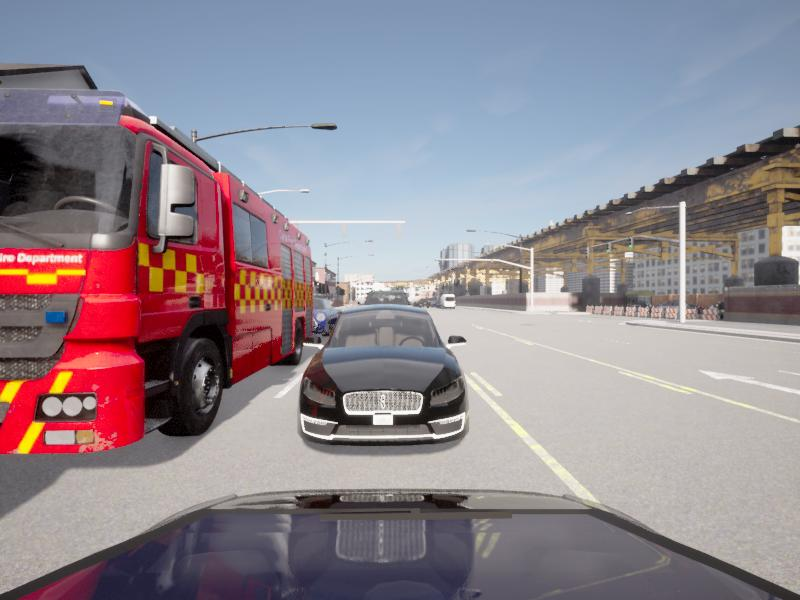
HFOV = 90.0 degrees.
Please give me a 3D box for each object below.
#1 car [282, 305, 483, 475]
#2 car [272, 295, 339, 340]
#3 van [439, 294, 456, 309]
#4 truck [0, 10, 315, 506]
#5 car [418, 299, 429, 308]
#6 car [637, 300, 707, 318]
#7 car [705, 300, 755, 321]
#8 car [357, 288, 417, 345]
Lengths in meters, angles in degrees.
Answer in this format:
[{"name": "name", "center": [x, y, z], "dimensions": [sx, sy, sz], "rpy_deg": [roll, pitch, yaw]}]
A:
[{"name": "car", "center": [-0.220, 0.845, 6.104], "dimensions": [1.837, 1.490, 4.892], "rpy_deg": [0, 0, -2]}, {"name": "car", "center": [-4.089, 0.694, 18.200], "dimensions": [2.097, 1.767, 4.553], "rpy_deg": [0, 0, -2]}, {"name": "van", "center": [8.329, 0.316, 70.700], "dimensions": [1.988, 2.561, 5.915], "rpy_deg": [0, 0, -2]}, {"name": "truck", "center": [-3.763, -0.320, 7.296], "dimensions": [2.891, 3.827, 8.468], "rpy_deg": [0, 0, -2]}, {"name": "car", "center": [4.586, 0.657, 78.588], "dimensions": [1.905, 1.878, 3.866], "rpy_deg": [0, 0, -2]}, {"name": "car", "center": [25.288, 0.796, 37.368], "dimensions": [2.038, 1.542, 4.974], "rpy_deg": [0, 0, -38]}, {"name": "car", "center": [26.240, 0.796, 32.028], "dimensions": [2.038, 1.542, 4.974], "rpy_deg": [0, 0, 27]}, {"name": "car", "center": [-0.557, 0.567, 17.119], "dimensions": [2.150, 2.045, 5.566], "rpy_deg": [0, 0, -2]}]
